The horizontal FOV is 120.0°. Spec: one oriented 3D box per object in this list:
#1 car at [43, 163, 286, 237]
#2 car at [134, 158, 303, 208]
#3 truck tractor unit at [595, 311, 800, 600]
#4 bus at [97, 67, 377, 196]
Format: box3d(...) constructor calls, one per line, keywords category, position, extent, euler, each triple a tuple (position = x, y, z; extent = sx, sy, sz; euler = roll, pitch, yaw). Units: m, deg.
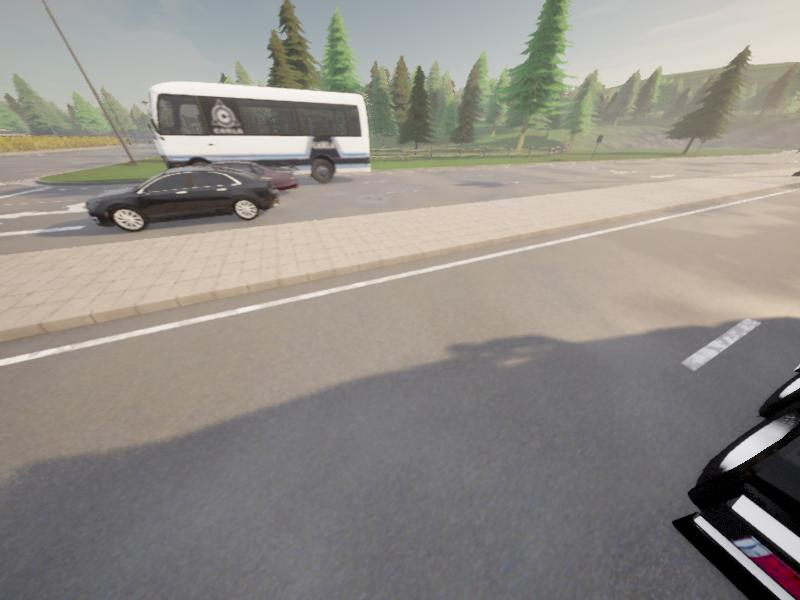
box3d(category="car", position=(-6.540, -3.365, 7.364), extent=(4.892, 1.490, 1.837), euler=(-14, 38, -20))
box3d(category="car", position=(-7.377, -5.323, 10.226), extent=(5.357, 1.411, 2.033), euler=(-14, 38, -20))
box3d(category="truck tractor unit", position=(5.191, -0.212, 0.656), extent=(6.516, 4.208, 3.053), euler=(-15, 38, -20))
box3d(category="bus", position=(-6.885, -8.752, 12.626), extent=(10.273, 4.253, 3.944), euler=(-14, 38, -20))
